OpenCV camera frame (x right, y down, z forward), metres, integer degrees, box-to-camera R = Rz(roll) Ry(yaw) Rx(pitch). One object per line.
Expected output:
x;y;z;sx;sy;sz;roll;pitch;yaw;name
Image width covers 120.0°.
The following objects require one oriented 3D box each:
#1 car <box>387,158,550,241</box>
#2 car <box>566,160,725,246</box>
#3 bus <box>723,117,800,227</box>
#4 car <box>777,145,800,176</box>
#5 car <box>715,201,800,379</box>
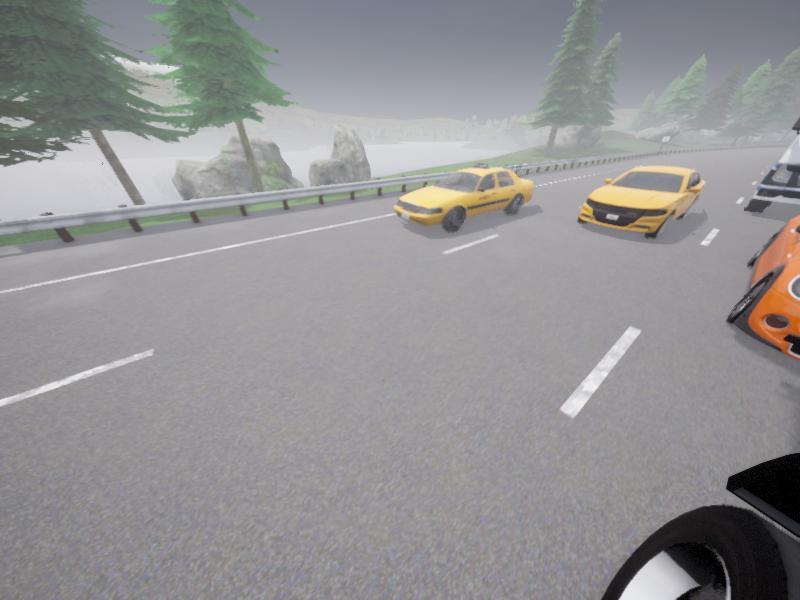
2.334;-3.537;7.528;5.366;1.575;1.801;-23;41;-28;car
7.583;-3.231;7.090;5.008;1.535;1.882;-22;41;-29;car
16.373;-5.457;7.823;10.273;4.253;3.944;-23;41;-28;bus
28.907;-9.729;16.020;4.611;1.667;2.242;-23;41;-28;car
6.576;-0.425;2.899;4.553;1.767;2.097;-23;41;-28;car
